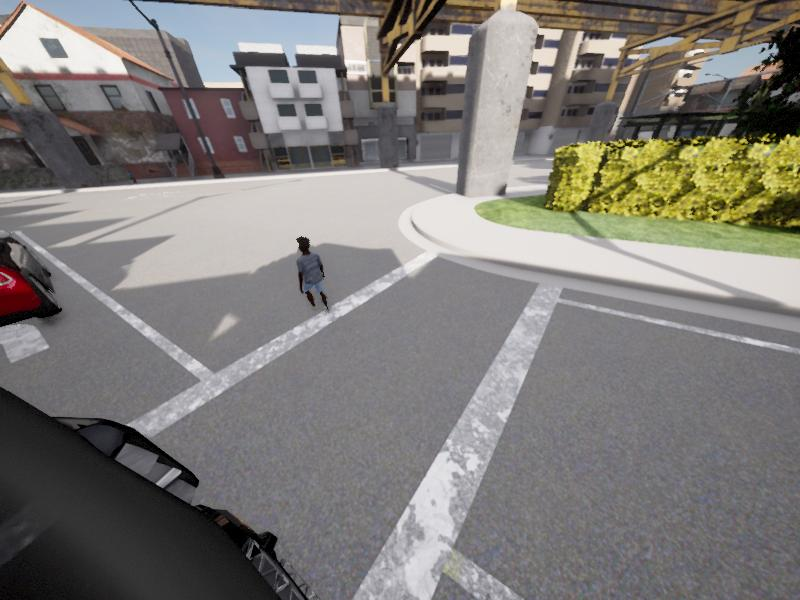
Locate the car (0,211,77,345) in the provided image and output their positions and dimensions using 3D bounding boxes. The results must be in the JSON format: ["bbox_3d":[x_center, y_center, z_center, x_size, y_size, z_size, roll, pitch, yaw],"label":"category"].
[{"bbox_3d":[-7.456,-0.389,3.639,3.806,1.475,1.970,19,39,29],"label":"car"}]

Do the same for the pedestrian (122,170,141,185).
[{"bbox_3d":[-23.336,-10.662,20.111,0.500,1.100,0.500,-12,35,-14],"label":"pedestrian"}]

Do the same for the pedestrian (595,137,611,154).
[{"bbox_3d":[27.659,-21.038,31.497,0.751,1.860,0.751,5,34,11],"label":"pedestrian"}]

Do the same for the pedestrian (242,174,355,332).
[{"bbox_3d":[-1.284,-0.623,3.181,0.751,1.860,0.751,-28,41,-33],"label":"pedestrian"}]

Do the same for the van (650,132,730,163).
[{"bbox_3d":[25.997,-13.738,20.833,4.480,2.038,2.069,-10,34,-11],"label":"van"}]
